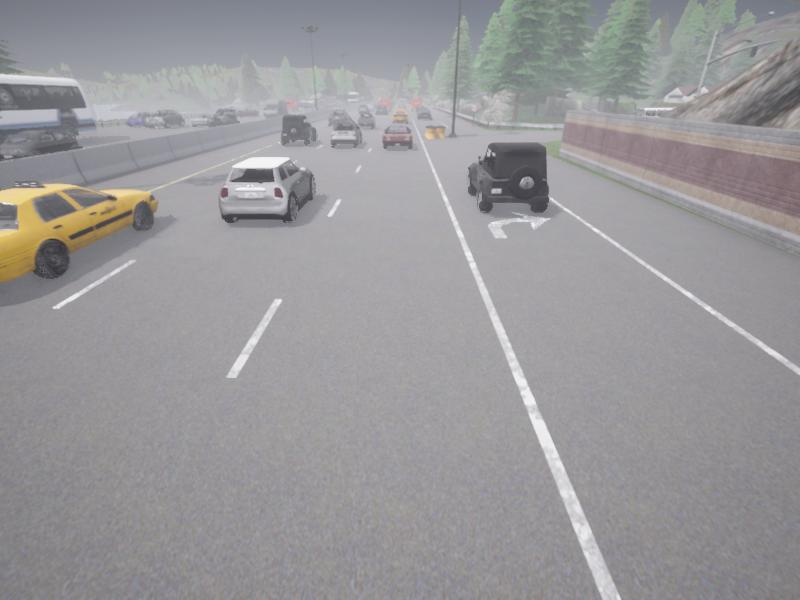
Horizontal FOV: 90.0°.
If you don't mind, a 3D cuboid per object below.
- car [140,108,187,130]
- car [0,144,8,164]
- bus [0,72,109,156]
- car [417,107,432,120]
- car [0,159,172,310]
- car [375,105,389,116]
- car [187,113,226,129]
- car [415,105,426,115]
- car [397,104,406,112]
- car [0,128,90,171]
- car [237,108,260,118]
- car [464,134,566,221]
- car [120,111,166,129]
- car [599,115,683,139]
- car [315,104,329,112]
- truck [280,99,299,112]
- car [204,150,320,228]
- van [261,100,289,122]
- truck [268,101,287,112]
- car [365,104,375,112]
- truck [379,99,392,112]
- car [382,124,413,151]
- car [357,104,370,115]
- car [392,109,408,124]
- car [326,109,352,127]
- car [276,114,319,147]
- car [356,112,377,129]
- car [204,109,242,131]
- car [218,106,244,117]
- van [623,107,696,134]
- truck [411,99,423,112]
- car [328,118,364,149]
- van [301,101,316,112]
[{"bbox_3d":[-24.522,-18.929,41.768,1.932,1.855,4.605,0,28,0],"label":"car"},{"bbox_3d":[-21.198,-6.926,18.517,1.851,1.617,3.988,0,27,0],"label":"car"},{"bbox_3d":[-24.520,-11.950,25.468,3.944,4.253,10.273,0,27,0],"label":"bus"},{"bbox_3d":[3.605,-27.663,59.305,2.038,1.542,4.974,0,27,0],"label":"car"},{"bbox_3d":[-7.270,-1.752,8.397,1.801,1.575,5.366,0,27,0],"label":"car"},{"bbox_3d":[-3.291,-34.889,73.482,2.242,1.667,4.611,0,27,0],"label":"car"},{"bbox_3d":[-21.013,-19.565,43.665,1.895,1.301,4.718,0,27,0],"label":"car"},{"bbox_3d":[3.741,-35.072,73.821,1.789,1.549,3.705,0,27,0],"label":"car"},{"bbox_3d":[0.312,-41.998,87.428,1.801,1.575,5.366,0,27,0],"label":"car"},{"bbox_3d":[-17.687,-7.475,19.650,1.789,1.549,3.705,0,27,0],"label":"car"},{"bbox_3d":[-24.357,-30.240,64.602,1.895,1.301,4.718,0,27,0],"label":"car"},{"bbox_3d":[3.260,-3.897,12.271,1.905,1.878,3.866,0,27,0],"label":"car"},{"bbox_3d":[-28.009,-19.788,43.846,2.007,1.525,4.514,0,27,0],"label":"car"},{"bbox_3d":[18.569,-13.459,31.020,4.974,1.542,2.038,0,27,0],"label":"car"},{"bbox_3d":[-17.183,-42.330,88.183,2.128,1.511,4.902,0,27,0],"label":"car"},{"bbox_3d":[-24.182,-42.813,87.994,2.627,2.467,5.204,0,27,0],"label":"truck"},{"bbox_3d":[-3.747,-3.388,11.723,1.970,1.475,3.806,0,27,0],"label":"car"},{"bbox_3d":[-17.422,-26.586,56.085,1.988,2.561,5.915,0,27,0],"label":"van"},{"bbox_3d":[-27.664,-43.915,90.561,2.390,2.098,6.274,0,27,0],"label":"truck"},{"bbox_3d":[-6.683,-42.302,88.128,1.812,1.442,4.674,0,27,0],"label":"car"},{"bbox_3d":[-3.187,-42.413,87.216,2.627,2.467,5.204,0,27,0],"label":"truck"},{"bbox_3d":[-0.134,-10.999,26.862,1.895,1.301,4.718,0,27,0],"label":"car"},{"bbox_3d":[-6.780,-35.690,74.931,2.033,1.649,4.856,0,27,0],"label":"car"},{"bbox_3d":[0.040,-23.204,50.549,1.882,1.535,5.008,0,27,0],"label":"car"},{"bbox_3d":[-6.989,-21.263,46.592,2.242,1.667,4.611,0,27,0],"label":"car"},{"bbox_3d":[-7.123,-12.009,28.187,1.905,1.878,3.866,0,27,0],"label":"car"},{"bbox_3d":[-3.519,-19.073,42.450,1.845,1.501,3.633,0,27,0],"label":"car"},{"bbox_3d":[-17.539,-17.975,39.891,1.905,1.878,3.866,0,27,0],"label":"car"},{"bbox_3d":[-27.846,-31.185,66.142,2.038,1.542,4.974,0,27,0],"label":"car"},{"bbox_3d":[21.943,-15.276,34.017,4.480,2.038,2.069,0,27,0],"label":"van"},{"bbox_3d":[3.837,-44.101,90.533,2.627,2.467,5.204,0,27,0],"label":"truck"},{"bbox_3d":[-3.627,-11.455,27.411,1.851,1.617,3.988,0,27,0],"label":"car"},{"bbox_3d":[-20.664,-43.861,90.535,2.069,2.038,4.480,0,27,0],"label":"van"}]
